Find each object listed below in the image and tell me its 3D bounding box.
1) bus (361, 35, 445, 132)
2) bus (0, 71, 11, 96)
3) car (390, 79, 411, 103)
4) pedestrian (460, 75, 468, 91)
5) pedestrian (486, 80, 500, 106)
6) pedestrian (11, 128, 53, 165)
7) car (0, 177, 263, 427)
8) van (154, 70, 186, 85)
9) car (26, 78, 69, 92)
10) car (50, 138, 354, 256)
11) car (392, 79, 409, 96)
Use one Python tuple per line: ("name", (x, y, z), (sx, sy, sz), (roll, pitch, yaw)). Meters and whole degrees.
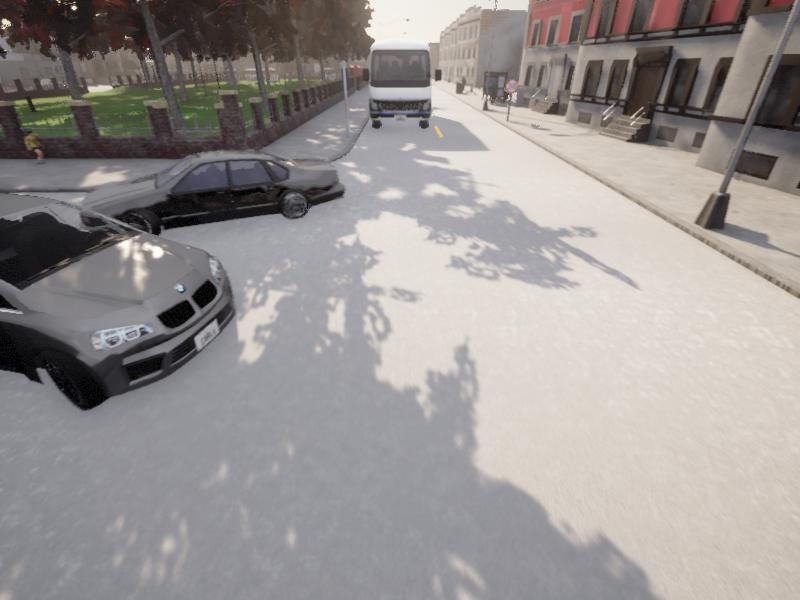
("bus", (0.137, -13.171, 24.283), (3.944, 4.253, 10.273), (0, 30, 0))
("bus", (-48.598, -23.582, 42.044), (3.944, 4.253, 10.273), (3, 30, 5))
("car", (0.020, -20.068, 38.397), (1.905, 1.878, 3.866), (0, 30, 0))
("pedestrian", (8.371, -28.446, 52.483), (0.751, 1.860, 0.751), (1, 30, 2))
("pedestrian", (7.800, -17.394, 33.606), (0.751, 1.860, 0.751), (-3, 31, -6))
("pedestrian", (-12.364, -5.157, 13.452), (0.500, 1.100, 0.500), (0, 30, 0))
("car", (-4.472, -0.301, 4.844), (4.611, 1.667, 2.242), (7, 31, 11))
("van", (-45.251, -43.825, 78.846), (2.351, 2.431, 6.366), (0, 30, 0))
("car", (-49.266, -30.114, 55.974), (1.812, 1.442, 4.674), (0, 30, 0))
("car", (-3.950, -2.513, 8.901), (5.357, 1.411, 2.033), (-15, 34, -23))
("car", (0.026, -25.321, 47.612), (1.930, 1.638, 5.238), (0, 30, 0))
